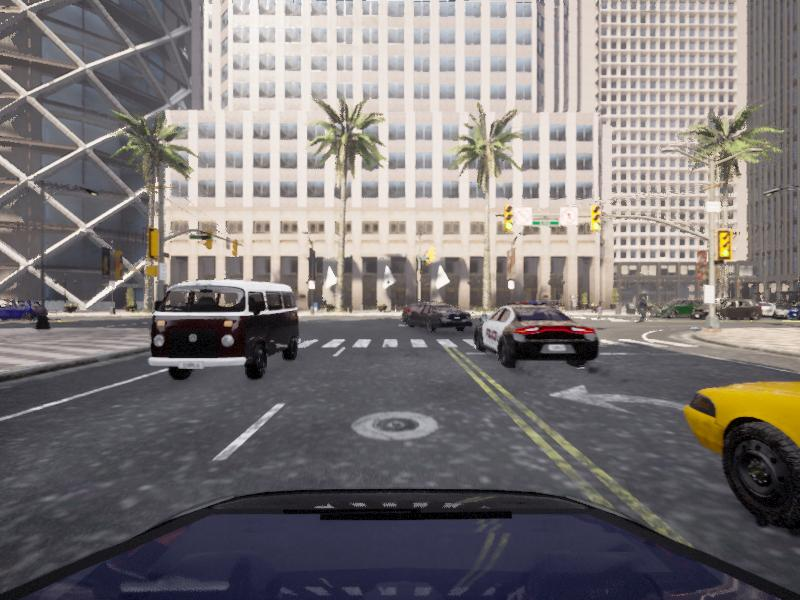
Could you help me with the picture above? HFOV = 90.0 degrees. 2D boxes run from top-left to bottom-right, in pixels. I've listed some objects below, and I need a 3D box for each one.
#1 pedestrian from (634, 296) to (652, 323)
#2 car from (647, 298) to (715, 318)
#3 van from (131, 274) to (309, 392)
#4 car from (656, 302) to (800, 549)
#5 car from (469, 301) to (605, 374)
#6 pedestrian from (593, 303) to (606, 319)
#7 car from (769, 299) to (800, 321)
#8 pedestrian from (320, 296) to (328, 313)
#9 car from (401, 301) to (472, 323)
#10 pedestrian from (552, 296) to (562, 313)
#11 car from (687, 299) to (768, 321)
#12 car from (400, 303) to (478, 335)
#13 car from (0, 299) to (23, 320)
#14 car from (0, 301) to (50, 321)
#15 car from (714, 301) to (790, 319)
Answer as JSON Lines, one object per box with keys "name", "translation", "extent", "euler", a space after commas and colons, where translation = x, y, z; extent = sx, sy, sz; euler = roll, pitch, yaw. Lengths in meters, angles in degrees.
{"name": "pedestrian", "translation": [16.729, 0.635, 27.550], "extent": [0.751, 1.860, 0.751], "euler": [0, 0, -4]}
{"name": "car", "translation": [24.740, 0.691, 35.313], "extent": [4.553, 1.767, 2.097], "euler": [0, 0, 0]}
{"name": "van", "translation": [-3.628, 0.570, 9.180], "extent": [2.069, 2.038, 4.480], "euler": [0, 0, 0]}
{"name": "car", "translation": [3.463, 0.801, 1.291], "extent": [1.801, 1.575, 5.366], "euler": [0, 0, 0]}
{"name": "car", "translation": [3.396, 0.828, 11.113], "extent": [2.038, 1.542, 4.974], "euler": [0, 0, 0]}
{"name": "pedestrian", "translation": [16.476, 0.914, 33.044], "extent": [0.751, 1.300, 0.751], "euler": [0, 0, -3]}
{"name": "car", "translation": [32.767, 0.775, 31.840], "extent": [4.856, 1.649, 2.033], "euler": [0, 0, 0]}
{"name": "pedestrian", "translation": [-8.276, 0.481, 43.614], "extent": [0.751, 1.860, 0.751], "euler": [0, 0, -19]}
{"name": "car", "translation": [2.494, 0.848, 28.239], "extent": [4.792, 1.488, 2.163], "euler": [0, 0, 0]}
{"name": "pedestrian", "translation": [17.329, 0.481, 44.202], "extent": [0.751, 1.860, 0.751], "euler": [0, 0, 1]}
{"name": "car", "translation": [25.933, 0.753, 31.818], "extent": [4.611, 1.667, 2.242], "euler": [0, 0, 0]}
{"name": "car", "translation": [1.846, 0.893, 21.278], "extent": [2.033, 1.411, 5.357], "euler": [0, 0, -20]}
{"name": "car", "translation": [-34.463, 0.752, 32.850], "extent": [4.611, 1.667, 2.242], "euler": [0, 0, -17]}
{"name": "car", "translation": [-29.429, 0.823, 30.553], "extent": [3.633, 1.501, 1.845], "euler": [0, 0, -10]}
{"name": "car", "translation": [31.010, 0.823, 35.335], "extent": [4.974, 1.542, 2.038], "euler": [0, 0, 0]}
